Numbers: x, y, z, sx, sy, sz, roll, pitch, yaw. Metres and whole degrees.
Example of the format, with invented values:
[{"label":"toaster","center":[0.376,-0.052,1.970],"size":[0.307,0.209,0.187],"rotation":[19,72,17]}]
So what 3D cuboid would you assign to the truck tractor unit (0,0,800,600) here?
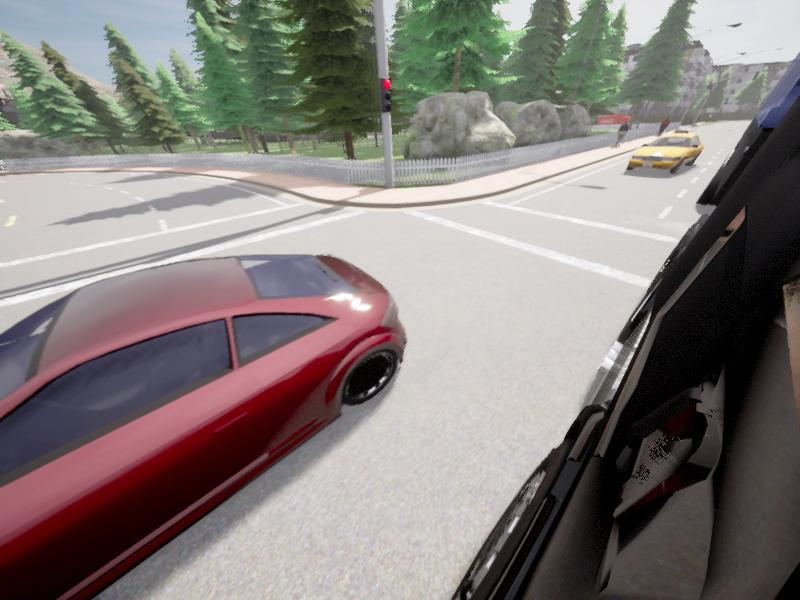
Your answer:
[{"label":"truck tractor unit","center":[2.645,-0.295,0.351],"size":[6.516,4.208,3.053],"rotation":[-28,44,-30]}]

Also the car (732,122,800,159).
[{"label":"car","center":[22.498,-9.698,13.953],"size":[4.792,1.488,2.163],"rotation":[-28,43,-30]}]

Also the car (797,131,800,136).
[{"label":"car","center":[40.555,-16.559,21.951],"size":[4.792,1.488,2.163],"rotation":[-28,44,-30]}]

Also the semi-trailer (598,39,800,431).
[{"label":"semi-trailer","center":[8.696,-3.601,4.237],"size":[14.254,4.402,2.717],"rotation":[-28,44,-30]}]

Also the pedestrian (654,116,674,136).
[{"label":"pedestrian","center":[30.663,-20.172,26.825],"size":[0.751,1.860,0.751],"rotation":[-28,43,-30]}]

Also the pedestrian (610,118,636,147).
[{"label":"pedestrian","center":[18.656,-13.999,19.349],"size":[0.751,1.860,0.751],"rotation":[-28,44,-30]}]

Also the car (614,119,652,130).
[{"label":"car","center":[48.254,-36.370,47.934],"size":[2.128,1.511,4.902],"rotation":[-27,43,-29]}]

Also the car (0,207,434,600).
[{"label":"car","center":[-1.950,0.602,1.838],"size":[4.181,1.385,1.994],"rotation":[-28,44,-30]}]

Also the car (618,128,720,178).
[{"label":"car","center":[13.156,-7.305,11.279],"size":[5.366,1.575,1.801],"rotation":[-25,42,-27]}]

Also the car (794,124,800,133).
[{"label":"car","center":[45.791,-19.374,25.328],"size":[5.008,1.535,1.882],"rotation":[-28,44,-30]}]

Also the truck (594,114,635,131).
[{"label":"truck","center":[43.969,-36.472,47.549],"size":[2.627,2.467,5.204],"rotation":[-27,43,-29]}]
